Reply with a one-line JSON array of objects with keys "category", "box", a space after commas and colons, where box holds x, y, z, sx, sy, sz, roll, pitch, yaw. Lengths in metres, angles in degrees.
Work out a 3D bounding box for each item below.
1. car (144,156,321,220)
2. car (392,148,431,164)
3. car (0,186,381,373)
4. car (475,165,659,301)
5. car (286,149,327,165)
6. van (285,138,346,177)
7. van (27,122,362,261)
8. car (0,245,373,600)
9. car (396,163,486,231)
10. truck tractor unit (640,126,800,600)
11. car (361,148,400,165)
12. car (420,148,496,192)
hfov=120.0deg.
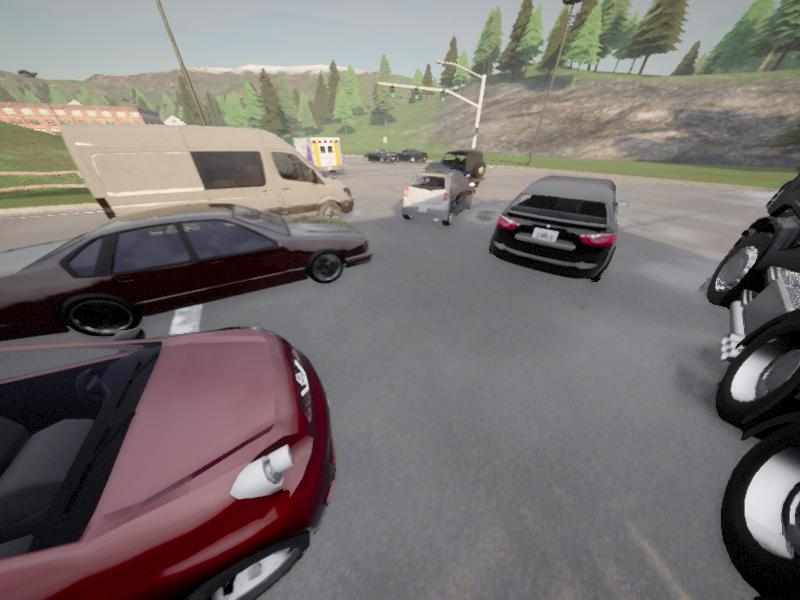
[{"category": "car", "box": [-6.320, -4.784, 9.478, 5.238, 1.638, 1.930, -22, 41, -28]}, {"category": "car", "box": [1.335, -18.230, 29.092, 1.837, 1.490, 4.892, -27, 43, -34]}, {"category": "car", "box": [-3.228, -0.868, 4.047, 5.357, 1.411, 2.033, -18, 38, -24]}, {"category": "car", "box": [3.979, -2.095, 5.611, 2.242, 1.667, 4.611, 24, 41, 30]}, {"category": "car", "box": [-11.151, -16.996, 27.334, 5.357, 1.411, 2.033, 29, 44, 35]}, {"category": "van", "box": [-7.206, -12.121, 19.397, 2.351, 2.431, 6.366, -24, 41, -29]}, {"category": "van", "box": [-4.333, -3.348, 6.623, 5.915, 2.561, 1.988, -20, 40, -26]}, {"category": "car", "box": [-2.223, 1.079, 1.116, 3.633, 1.501, 1.845, -17, 38, -23]}, {"category": "car", "box": [1.579, -3.885, 8.314, 1.845, 1.501, 3.633, 18, 38, 23]}, {"category": "truck tractor unit", "box": [4.857, -0.498, 1.067, 6.516, 4.208, 3.053, -28, 44, -34]}, {"category": "car", "box": [-2.425, -17.618, 28.173, 2.128, 1.511, 4.902, -28, 44, -35]}, {"category": "car", "box": [3.196, -7.793, 13.660, 1.905, 1.878, 3.866, -23, 41, -30]}]
